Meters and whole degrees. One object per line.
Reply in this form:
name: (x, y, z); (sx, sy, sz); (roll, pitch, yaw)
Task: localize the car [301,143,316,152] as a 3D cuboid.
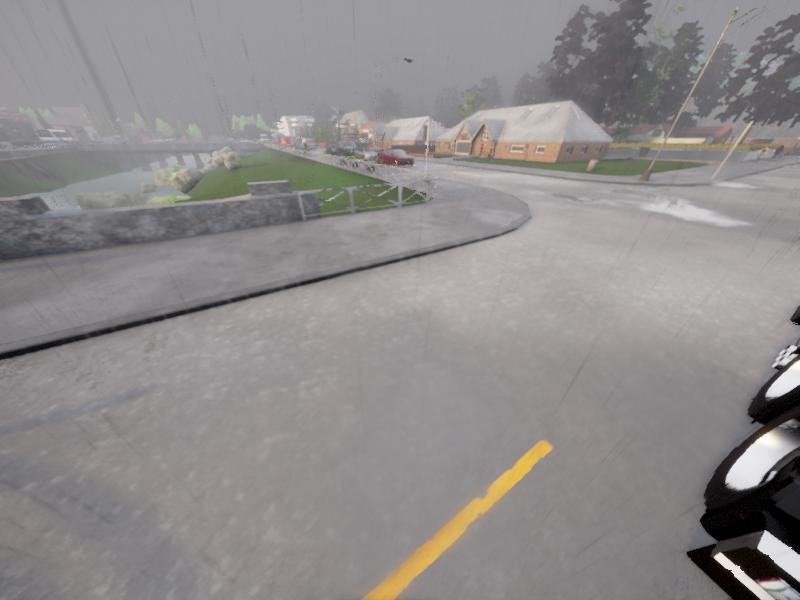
car: (-20.788, -34.752, 52.427); (2.038, 1.542, 4.974); (-18, 39, -24)

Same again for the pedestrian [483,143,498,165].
pedestrian: (9.476, -15.351, 24.292); (0.751, 1.860, 0.751); (-18, 39, -24)

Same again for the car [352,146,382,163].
car: (-4.208, -18.232, 28.831); (2.007, 1.525, 4.514); (-18, 39, -24)

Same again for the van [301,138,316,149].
van: (-26.567, -45.466, 66.982); (2.351, 2.431, 6.366); (-18, 39, -24)

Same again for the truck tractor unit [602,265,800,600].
truck tractor unit: (5.109, -0.303, 0.785); (6.516, 4.208, 3.053); (-18, 39, -24)

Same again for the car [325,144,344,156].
car: (-10.949, -24.980, 38.400); (1.851, 1.617, 3.988); (-18, 39, -24)

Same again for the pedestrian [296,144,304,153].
pedestrian: (-18.084, -27.270, 41.676); (0.751, 1.300, 0.751); (-30, 45, -36)

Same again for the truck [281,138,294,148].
truck: (-35.981, -50.278, 73.786); (2.627, 2.467, 5.204); (-18, 39, -24)

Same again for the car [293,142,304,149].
car: (-26.773, -40.730, 60.935); (1.789, 1.549, 3.705); (-18, 39, -24)

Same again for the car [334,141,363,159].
car: (-7.431, -21.656, 33.270); (2.150, 2.045, 5.566); (-18, 39, -24)

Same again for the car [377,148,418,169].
car: (-0.372, -14.446, 23.413); (1.882, 1.535, 5.008); (-18, 38, -24)

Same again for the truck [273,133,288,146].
truck: (-43.459, -58.283, 84.037); (2.891, 3.827, 8.468); (-18, 39, -24)
